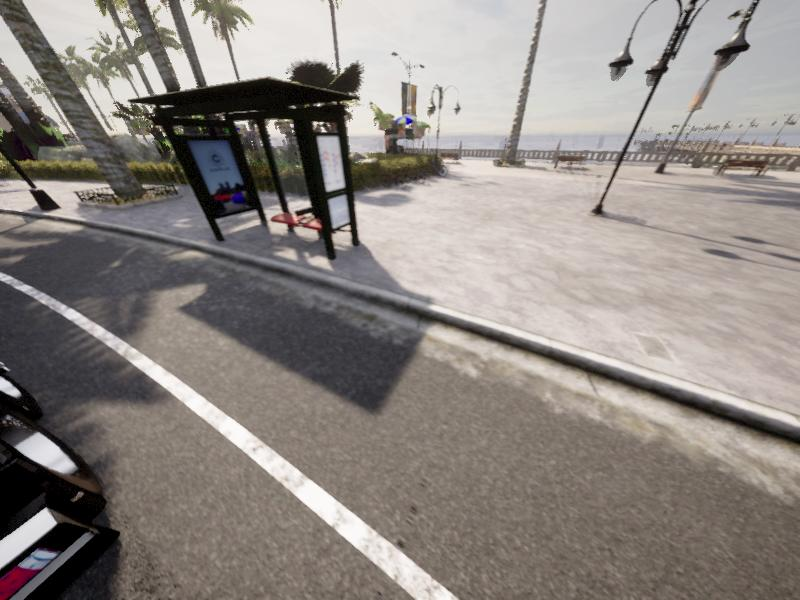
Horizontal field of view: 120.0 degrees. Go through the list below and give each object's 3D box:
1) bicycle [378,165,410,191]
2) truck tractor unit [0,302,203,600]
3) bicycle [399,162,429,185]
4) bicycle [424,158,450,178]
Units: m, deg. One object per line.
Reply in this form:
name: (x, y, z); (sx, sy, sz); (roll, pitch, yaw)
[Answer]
bicycle: (-0.322, -6.194, 11.671); (1.643, 1.024, 0.373); (20, 40, 26)
truck tractor unit: (-5.179, -0.227, 0.681); (6.516, 4.208, 3.053); (16, 38, 21)
bicycle: (0.764, -7.173, 13.054); (1.643, 1.024, 0.373); (20, 40, 26)
bicycle: (2.392, -8.640, 15.128); (1.643, 1.024, 0.373); (20, 40, 26)
